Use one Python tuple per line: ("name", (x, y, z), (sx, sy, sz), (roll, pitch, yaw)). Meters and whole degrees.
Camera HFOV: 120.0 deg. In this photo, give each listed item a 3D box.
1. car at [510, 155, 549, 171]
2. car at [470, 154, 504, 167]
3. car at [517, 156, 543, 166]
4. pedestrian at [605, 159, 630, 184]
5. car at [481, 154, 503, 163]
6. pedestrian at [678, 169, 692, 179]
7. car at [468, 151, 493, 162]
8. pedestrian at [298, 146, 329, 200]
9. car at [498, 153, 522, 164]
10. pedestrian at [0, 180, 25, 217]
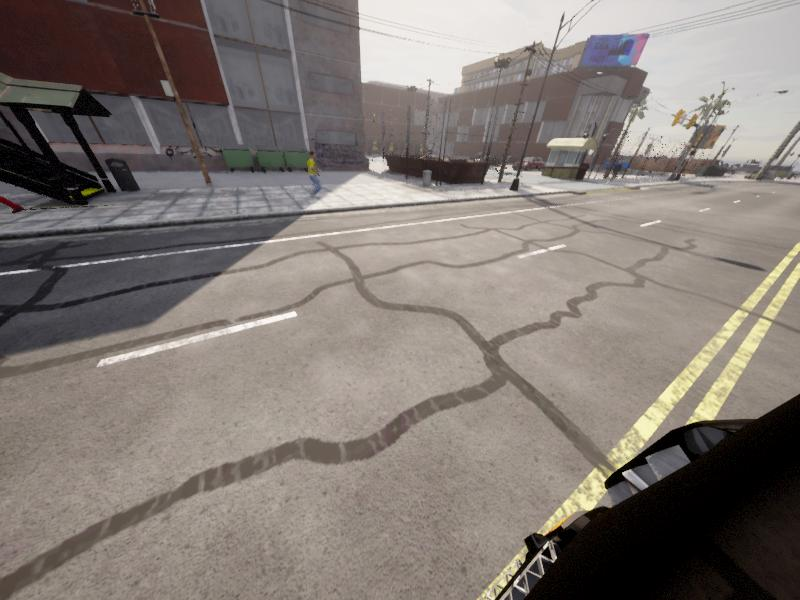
("car", (17.976, -18.988, 32.093), (4.553, 1.767, 2.185), (-16, 38, -26))
("car", (14.151, -22.642, 37.551), (5.008, 1.535, 2.097), (-16, 38, -26))
("car", (26.780, -28.644, 47.596), (4.674, 1.452, 2.002), (-16, 38, -26))
("pedestrian", (19.410, -11.473, 20.660), (0.751, 1.860, 0.751), (-17, 38, -27))
("car", (21.830, -33.551, 54.776), (4.786, 1.482, 2.161), (-16, 38, -26))
("pedestrian", (36.549, -16.134, 29.630), (0.500, 1.100, 0.500), (-12, 36, -21))
("car", (19.932, -35.460, 57.028), (5.566, 2.045, 2.435), (-16, 38, -26))
("pedestrian", (-3.571, -5.247, 9.592), (0.751, 1.860, 0.751), (-17, 38, -27))
("car", (24.344, -31.240, 51.034), (4.553, 1.767, 2.185), (-16, 38, -26))
("pedestrian", (-11.023, -3.103, 5.815), (0.751, 1.860, 0.751), (-21, 40, -31))
